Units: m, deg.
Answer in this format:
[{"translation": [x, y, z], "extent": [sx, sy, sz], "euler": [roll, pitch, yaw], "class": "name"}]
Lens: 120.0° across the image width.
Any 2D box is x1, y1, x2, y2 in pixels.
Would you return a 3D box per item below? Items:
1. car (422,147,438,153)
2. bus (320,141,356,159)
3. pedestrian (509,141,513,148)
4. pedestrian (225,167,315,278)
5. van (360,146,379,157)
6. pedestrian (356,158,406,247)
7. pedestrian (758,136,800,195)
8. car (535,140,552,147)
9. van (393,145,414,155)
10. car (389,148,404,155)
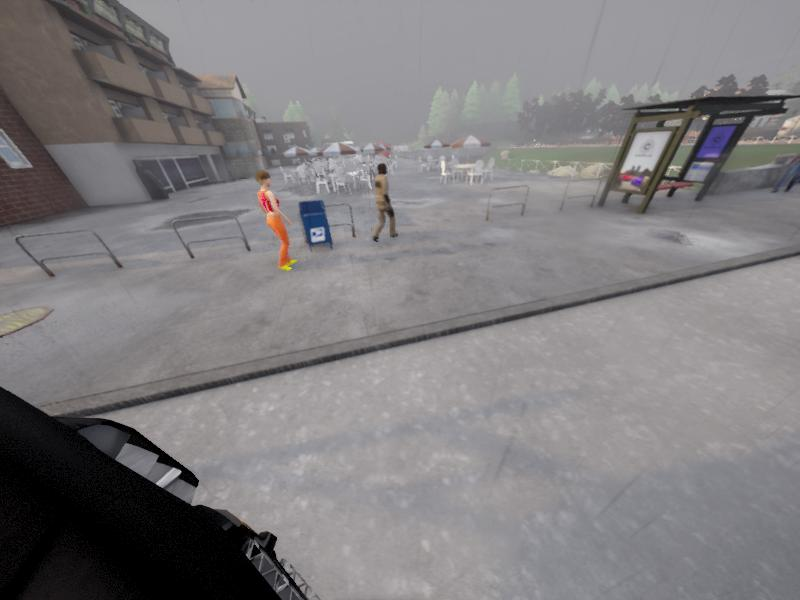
[{"translation": [10.131, -50.319, 77.414], "extent": [4.856, 1.649, 2.033], "euler": [-11, 34, -11], "class": "car"}, {"translation": [-19.923, -47.993, 74.060], "extent": [10.273, 4.253, 3.944], "euler": [-11, 34, -11], "class": "bus"}, {"translation": [37.623, -52.774, 78.387], "extent": [0.751, 1.860, 0.751], "euler": [-11, 34, -12], "class": "pedestrian"}, {"translation": [-2.441, -1.505, 4.529], "extent": [0.751, 1.860, 0.751], "euler": [22, 41, 33], "class": "pedestrian"}, {"translation": [-10.156, -49.194, 76.571], "extent": [5.915, 2.561, 1.988], "euler": [-11, 34, -11], "class": "van"}, {"translation": [-0.408, -2.393, 5.697], "extent": [0.751, 1.860, 0.751], "euler": [24, 42, 35], "class": "pedestrian"}, {"translation": [14.009, -4.735, 8.019], "extent": [0.751, 1.860, 0.751], "euler": [-11, 34, -12], "class": "pedestrian"}, {"translation": [53.600, -58.358, 86.165], "extent": [5.027, 1.651, 2.152], "euler": [-11, 34, -11], "class": "car"}, {"translation": [1.234, -48.978, 75.424], "extent": [6.366, 2.431, 2.351], "euler": [-11, 34, -11], "class": "van"}, {"translation": [-1.162, -50.548, 78.576], "extent": [4.553, 1.767, 2.097], "euler": [-11, 34, -11], "class": "car"}]
